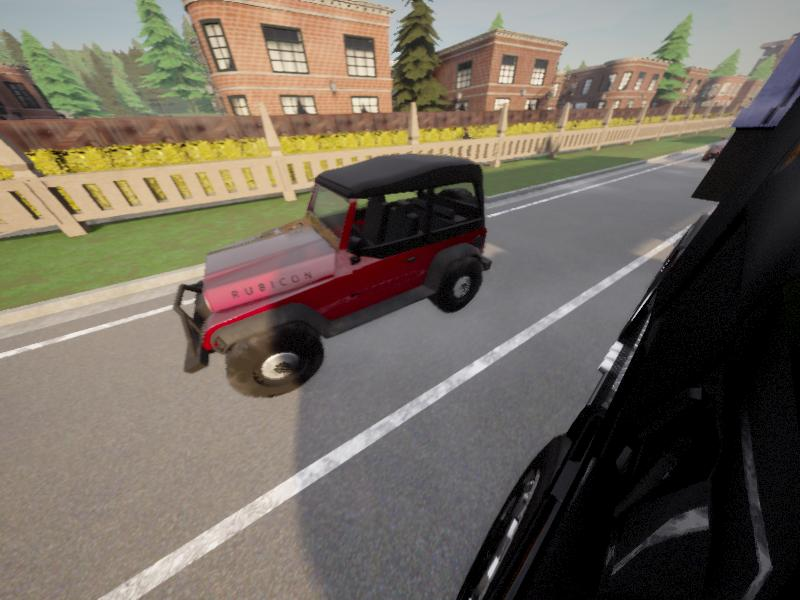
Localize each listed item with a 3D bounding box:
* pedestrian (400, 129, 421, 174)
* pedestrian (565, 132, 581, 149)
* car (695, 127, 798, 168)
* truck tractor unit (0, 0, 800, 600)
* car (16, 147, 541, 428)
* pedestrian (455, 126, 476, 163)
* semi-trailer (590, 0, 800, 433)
[{"bbox_3d":[0.574,-7.732,12.049,0.751,1.860,0.751,-22,41,-24],"label":"pedestrian"},{"bbox_3d":[14.016,-12.898,18.700,0.500,1.100,0.500,-13,38,-13],"label":"pedestrian"},{"bbox_3d":[17.942,-7.985,11.988,4.181,1.385,1.994,-22,41,-24],"label":"car"},{"bbox_3d":[2.645,-0.295,0.351,6.516,4.208,3.053,-28,44,-30],"label":"truck tractor unit"},{"bbox_3d":[-0.533,-0.692,3.026,3.866,1.878,1.905,-22,41,-24],"label":"car"},{"bbox_3d":[4.083,-9.727,14.480,0.751,1.860,0.751,-21,41,-23],"label":"pedestrian"},{"bbox_3d":[9.203,-3.206,3.650,14.254,4.402,2.717,-22,41,-24],"label":"semi-trailer"}]
